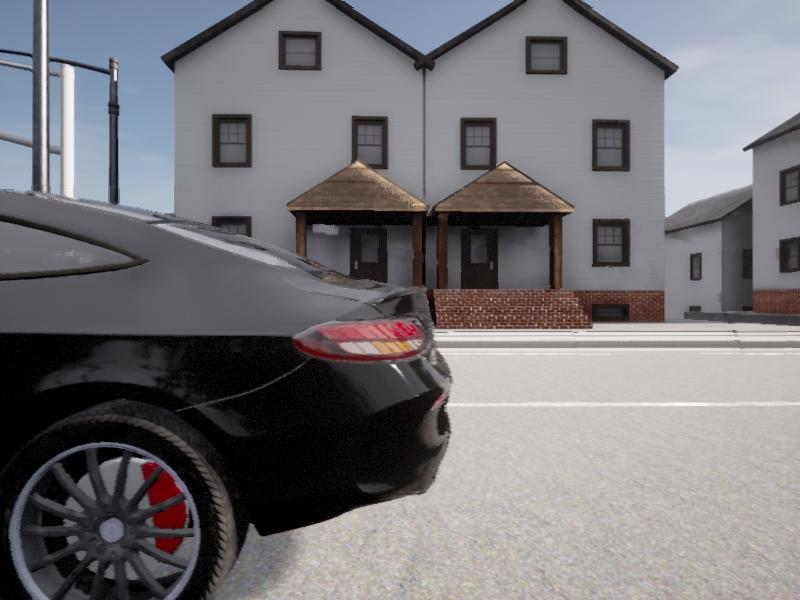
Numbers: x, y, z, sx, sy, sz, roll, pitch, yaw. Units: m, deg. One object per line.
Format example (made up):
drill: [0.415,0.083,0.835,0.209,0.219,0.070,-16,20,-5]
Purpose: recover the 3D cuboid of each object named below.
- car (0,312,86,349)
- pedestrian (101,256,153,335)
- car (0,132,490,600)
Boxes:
car: [-18.543,1.616,19.982,2.007,1.525,4.514,0,-9,0]
pedestrian: [-6.734,-0.114,9.901,0.751,1.860,0.751,0,0,17]
car: [-2.099,0.269,1.976,4.674,1.442,1.812,0,0,-1]
